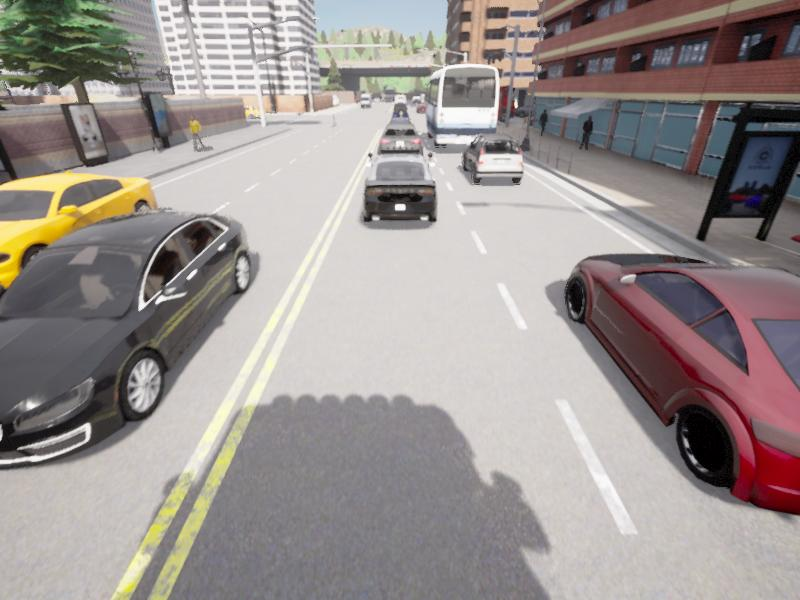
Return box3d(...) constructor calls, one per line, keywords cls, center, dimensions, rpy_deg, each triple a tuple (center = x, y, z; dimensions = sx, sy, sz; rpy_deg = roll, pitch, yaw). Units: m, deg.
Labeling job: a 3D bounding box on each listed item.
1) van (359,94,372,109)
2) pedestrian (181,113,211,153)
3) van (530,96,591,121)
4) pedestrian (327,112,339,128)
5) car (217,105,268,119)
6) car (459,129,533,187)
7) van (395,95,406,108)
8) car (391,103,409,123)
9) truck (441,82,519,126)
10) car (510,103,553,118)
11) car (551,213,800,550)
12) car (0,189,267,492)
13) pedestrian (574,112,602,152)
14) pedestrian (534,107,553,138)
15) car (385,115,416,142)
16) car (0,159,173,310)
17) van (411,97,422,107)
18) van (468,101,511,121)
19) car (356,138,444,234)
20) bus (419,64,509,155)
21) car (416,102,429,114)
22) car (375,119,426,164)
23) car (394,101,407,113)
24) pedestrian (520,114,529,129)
box3d(cls="van", center=(-6.923, -40.321, 81.165), dimensions=(1.988, 2.561, 5.915), rpy_deg=(0, 28, 0))
box3d(cls="pedestrian", center=(-10.513, -8.591, 20.627), dimensions=(0.751, 1.860, 0.751), rpy_deg=(2, 28, 3))
box3d(cls="van", center=(18.548, -22.278, 46.496), dimensions=(5.915, 2.561, 1.988), rpy_deg=(0, 28, 0))
box3d(cls="pedestrian", center=(-6.166, -16.609, 36.954), dimensions=(0.751, 1.300, 0.751), rpy_deg=(8, 29, 15))
box3d(cls="car", center=(-19.616, -23.526, 50.019), dimensions=(5.366, 1.575, 1.801), rpy_deg=(0, 28, 1))
box3d(cls="car", center=(3.522, -5.624, 15.552), dimensions=(1.851, 1.617, 3.988), rpy_deg=(0, 27, 0))
box3d(cls="van", center=(0.089, -43.247, 86.927), dimensions=(2.351, 2.431, 6.366), rpy_deg=(0, 28, 0))
box3d(cls="car", center=(0.047, -20.962, 44.715), dimensions=(1.905, 1.878, 3.866), rpy_deg=(0, 28, 0))
box3d(cls="truck", center=(8.500, -20.796, 42.281), dimensions=(8.468, 3.827, 2.891), rpy_deg=(-20, 33, -33))
box3d(cls="car", center=(17.335, -25.108, 52.928), dimensions=(4.856, 1.649, 2.033), rpy_deg=(0, 28, 0))
box3d(cls="car", center=(3.509, 0.270, 4.488), dimensions=(1.994, 1.385, 4.181), rpy_deg=(0, 27, 0))
box3d(cls="car", center=(-3.491, -0.167, 5.209), dimensions=(1.837, 1.490, 4.892), rpy_deg=(0, 28, 0))
box3d(cls="pedestrian", center=(9.888, -8.855, 21.088), dimensions=(0.751, 1.860, 0.751), rpy_deg=(0, 28, 1))
box3d(cls="pedestrian", center=(9.805, -12.143, 27.404), dimensions=(0.751, 1.860, 0.751), rpy_deg=(-3, 28, -6))
box3d(cls="car", center=(0.034, -12.445, 28.892), dimensions=(2.033, 1.411, 5.357), rpy_deg=(0, 27, 0))
box3d(cls="car", center=(-6.987, -1.677, 8.070), dimensions=(1.882, 1.535, 5.008), rpy_deg=(0, 28, 0))
box3d(cls="van", center=(3.587, -43.500, 87.840), dimensions=(2.069, 2.038, 4.480), rpy_deg=(0, 28, 0))
box3d(cls="van", center=(10.435, -22.087, 46.748), dimensions=(4.442, 1.987, 1.775), rpy_deg=(0, 28, 0))
box3d(cls="car", center=(0.008, -3.508, 11.460), dimensions=(1.930, 1.638, 5.238), rpy_deg=(0, 27, 0))
box3d(cls="bus", center=(3.408, -12.123, 25.178), dimensions=(3.944, 4.253, 10.273), rpy_deg=(0, 28, 0))
box3d(cls="car", center=(3.564, -30.506, 63.521), dimensions=(1.812, 1.442, 4.674), rpy_deg=(0, 28, 0))
box3d(cls="car", center=(0.022, -8.109, 20.262), dimensions=(2.242, 1.667, 4.611), rpy_deg=(0, 27, 0))
box3d(cls="car", center=(0.068, -32.025, 66.349), dimensions=(2.038, 1.542, 4.974), rpy_deg=(0, 27, 0))
box3d(cls="pedestrian", center=(10.656, -15.323, 34.332), dimensions=(0.500, 1.100, 0.500), rpy_deg=(1, 28, 2))
